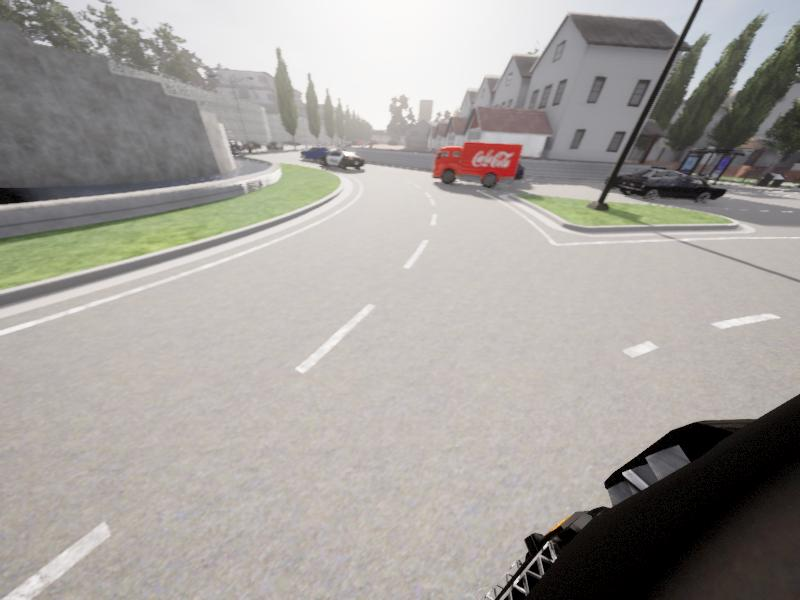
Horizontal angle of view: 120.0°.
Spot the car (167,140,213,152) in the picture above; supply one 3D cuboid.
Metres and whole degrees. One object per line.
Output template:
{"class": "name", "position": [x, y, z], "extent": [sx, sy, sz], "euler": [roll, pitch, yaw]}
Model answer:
{"class": "car", "position": [-29.630, -21.841, 32.813], "extent": [1.895, 1.301, 4.718], "euler": [6, 34, 4]}

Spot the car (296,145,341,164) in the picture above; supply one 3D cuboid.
{"class": "car", "position": [-9.686, -17.354, 27.473], "extent": [5.008, 1.535, 1.882], "euler": [21, 38, 24]}

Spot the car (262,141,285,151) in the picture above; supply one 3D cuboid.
{"class": "car", "position": [-25.938, -31.799, 47.633], "extent": [2.038, 1.542, 4.974], "euler": [2, 34, -2]}

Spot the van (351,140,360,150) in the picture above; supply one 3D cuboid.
{"class": "van", "position": [-14.796, -52.267, 77.683], "extent": [1.988, 2.561, 5.915], "euler": [2, 34, -2]}

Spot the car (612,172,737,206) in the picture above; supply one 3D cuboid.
{"class": "car", "position": [16.255, -6.734, 13.938], "extent": [4.718, 1.301, 1.895], "euler": [4, 34, 2]}

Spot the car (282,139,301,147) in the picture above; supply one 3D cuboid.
{"class": "car", "position": [-36.110, -52.384, 76.877], "extent": [5.238, 1.638, 1.930], "euler": [-1, 34, -12]}

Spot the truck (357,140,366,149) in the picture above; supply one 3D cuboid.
{"class": "truck", "position": [-14.944, -59.909, 89.037], "extent": [2.627, 2.467, 5.204], "euler": [2, 34, -2]}

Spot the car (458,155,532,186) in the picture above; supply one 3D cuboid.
{"class": "car", "position": [7.204, -10.194, 18.077], "extent": [4.856, 1.649, 2.033], "euler": [11, 35, 11]}

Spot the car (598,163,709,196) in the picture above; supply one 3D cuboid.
{"class": "car", "position": [17.989, -8.700, 16.673], "extent": [5.238, 1.638, 1.930], "euler": [4, 34, 1]}

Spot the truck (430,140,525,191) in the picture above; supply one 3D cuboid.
{"class": "truck", "position": [4.930, -9.021, 15.402], "extent": [5.204, 2.467, 2.627], "euler": [12, 35, 13]}

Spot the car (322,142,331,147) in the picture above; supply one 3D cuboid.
{"class": "car", "position": [-26.383, -56.104, 83.379], "extent": [1.801, 1.575, 5.366], "euler": [2, 34, -2]}

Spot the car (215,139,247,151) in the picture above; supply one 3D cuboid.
{"class": "car", "position": [-29.381, -27.128, 40.449], "extent": [2.038, 1.542, 4.974], "euler": [2, 34, -2]}

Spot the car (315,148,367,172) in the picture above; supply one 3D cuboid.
{"class": "car", "position": [-5.578, -13.141, 21.546], "extent": [4.974, 1.542, 2.038], "euler": [28, 41, 33]}

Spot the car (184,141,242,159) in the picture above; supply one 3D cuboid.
{"class": "car", "position": [-21.254, -17.185, 26.423], "extent": [4.674, 1.442, 1.812], "euler": [2, 34, -2]}

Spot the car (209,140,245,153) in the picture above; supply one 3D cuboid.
{"class": "car", "position": [-25.988, -23.175, 34.936], "extent": [1.812, 1.442, 4.674], "euler": [3, 34, 0]}

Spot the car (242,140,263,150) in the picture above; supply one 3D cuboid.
{"class": "car", "position": [-29.419, -31.046, 46.256], "extent": [1.845, 1.501, 3.633], "euler": [2, 34, -2]}
